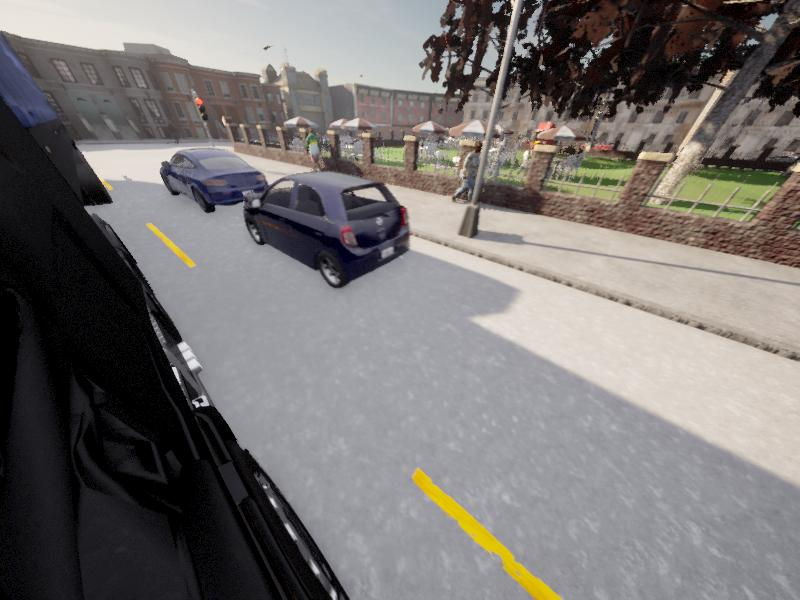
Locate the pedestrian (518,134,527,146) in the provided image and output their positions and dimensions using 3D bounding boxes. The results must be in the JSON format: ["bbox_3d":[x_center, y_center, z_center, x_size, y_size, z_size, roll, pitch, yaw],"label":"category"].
[{"bbox_3d":[23.360,-30.644,44.140,0.751,1.860,0.751,28,44,30],"label":"pedestrian"}]

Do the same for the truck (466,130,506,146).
[{"bbox_3d":[16.163,-30.620,43.684,6.274,2.098,2.390,26,43,28],"label":"truck"}]

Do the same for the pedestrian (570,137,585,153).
[{"bbox_3d":[24.687,-21.554,32.104,0.751,1.860,0.751,-18,42,-26],"label":"pedestrian"}]

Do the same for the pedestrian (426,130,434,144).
[{"bbox_3d":[4.946,-26.788,37.882,0.751,1.860,0.751,-19,42,-26],"label":"pedestrian"}]

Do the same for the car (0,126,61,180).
[{"bbox_3d":[-16.863,-6.276,9.713,4.514,1.525,2.007,24,42,26],"label":"car"}]

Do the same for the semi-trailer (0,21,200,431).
[{"bbox_3d":[-8.599,-3.668,4.327,14.254,4.402,2.717,29,44,31],"label":"semi-trailer"}]

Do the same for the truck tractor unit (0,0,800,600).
[{"bbox_3d":[-2.645,-0.295,0.352,6.516,4.208,3.053,28,44,30],"label":"truck tractor unit"}]

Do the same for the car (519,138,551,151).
[{"bbox_3d":[21.367,-24.667,36.585,3.806,1.475,1.970,26,43,28],"label":"car"}]

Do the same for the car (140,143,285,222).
[{"bbox_3d":[-5.990,-3.966,7.364,4.674,1.442,1.812,26,43,28],"label":"car"}]

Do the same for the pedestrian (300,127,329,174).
[{"bbox_3d":[-4.195,-7.327,11.375,0.751,1.860,0.751,29,44,31],"label":"pedestrian"}]

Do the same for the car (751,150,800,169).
[{"bbox_3d":[44.736,-15.915,26.314,4.902,1.511,2.128,27,43,29],"label":"car"}]

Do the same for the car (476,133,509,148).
[{"bbox_3d":[15.987,-27.701,39.966,4.605,1.855,1.932,28,44,29],"label":"car"}]

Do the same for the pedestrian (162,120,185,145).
[{"bbox_3d":[-21.491,-15.880,21.912,0.751,1.860,0.751,27,43,29],"label":"pedestrian"}]

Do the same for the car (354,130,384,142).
[{"bbox_3d":[-5.056,-27.239,38.359,1.882,1.535,5.008,28,44,29],"label":"car"}]

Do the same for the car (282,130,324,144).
[{"bbox_3d":[-12.696,-21.633,30.625,1.895,1.301,4.718,27,43,29],"label":"car"}]

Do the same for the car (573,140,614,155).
[{"bbox_3d":[29.754,-23.537,35.547,4.514,1.525,2.007,27,43,29],"label":"car"}]

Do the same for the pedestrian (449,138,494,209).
[{"bbox_3d":[2.252,-4.057,7.423,0.751,1.860,0.751,27,43,29],"label":"pedestrian"}]

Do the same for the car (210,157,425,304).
[{"bbox_3d":[-1.608,-1.679,4.510,3.633,1.501,1.845,27,43,29],"label":"car"}]
